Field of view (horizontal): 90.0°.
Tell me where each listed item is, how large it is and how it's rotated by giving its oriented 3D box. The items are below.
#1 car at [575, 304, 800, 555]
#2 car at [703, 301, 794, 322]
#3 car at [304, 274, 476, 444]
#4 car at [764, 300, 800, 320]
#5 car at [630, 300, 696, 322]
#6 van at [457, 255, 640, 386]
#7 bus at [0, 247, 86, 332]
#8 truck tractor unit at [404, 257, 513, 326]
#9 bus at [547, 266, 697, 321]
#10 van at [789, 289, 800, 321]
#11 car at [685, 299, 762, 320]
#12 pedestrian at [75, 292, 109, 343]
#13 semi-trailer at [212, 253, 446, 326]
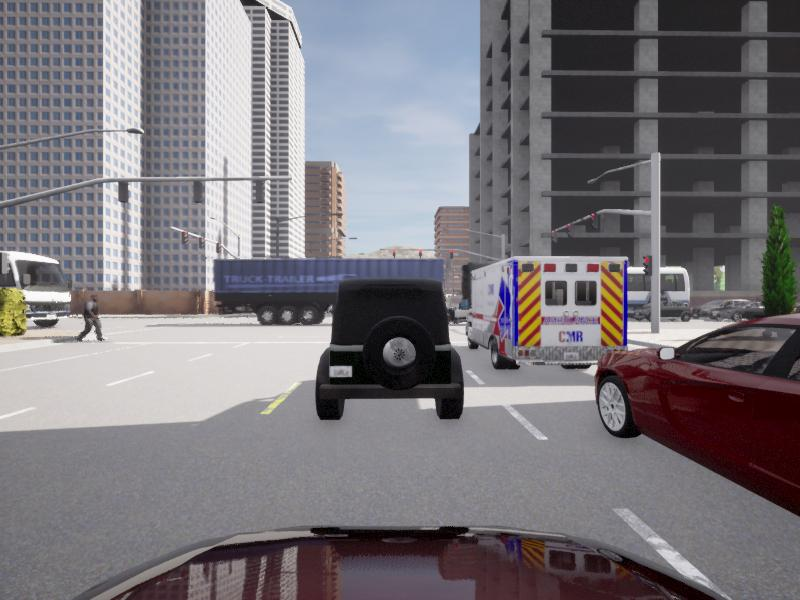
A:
[{"bbox_3d":[3.422,0.823,3.069,1.882,1.535,5.008,0,0,-1],"label":"car"},{"bbox_3d":[25.877,0.836,29.830,4.902,1.511,2.128,0,0,-1],"label":"car"},{"bbox_3d":[-0.157,0.646,6.375,1.905,1.878,3.866,0,0,-2],"label":"car"},{"bbox_3d":[33.950,0.801,33.484,5.366,1.575,1.801,0,0,-1],"label":"car"},{"bbox_3d":[19.451,0.815,29.711,3.705,1.549,1.789,0,0,-1],"label":"car"},{"bbox_3d":[3.229,0.378,10.624,2.351,2.431,6.366,0,0,-2],"label":"van"},{"bbox_3d":[-24.031,-0.534,22.015,10.273,4.253,3.944,0,0,-1],"label":"bus"},{"bbox_3d":[3.593,-0.520,25.915,6.516,4.208,3.053,0,0,-1],"label":"truck tractor unit"},{"bbox_3d":[18.010,-0.535,33.064,10.273,4.253,3.944,0,0,-1],"label":"bus"},{"bbox_3d":[33.479,0.378,29.976,6.366,2.431,2.351,0,0,-1],"label":"van"},{"bbox_3d":[26.870,0.756,33.351,4.611,1.667,2.242,0,0,-1],"label":"car"},{"bbox_3d":[-11.565,0.637,15.036,0.751,1.860,0.751,0,0,-7],"label":"pedestrian"},{"bbox_3d":[-4.319,-0.616,25.778,14.254,4.402,2.717,0,0,-1],"label":"semi-trailer"}]
